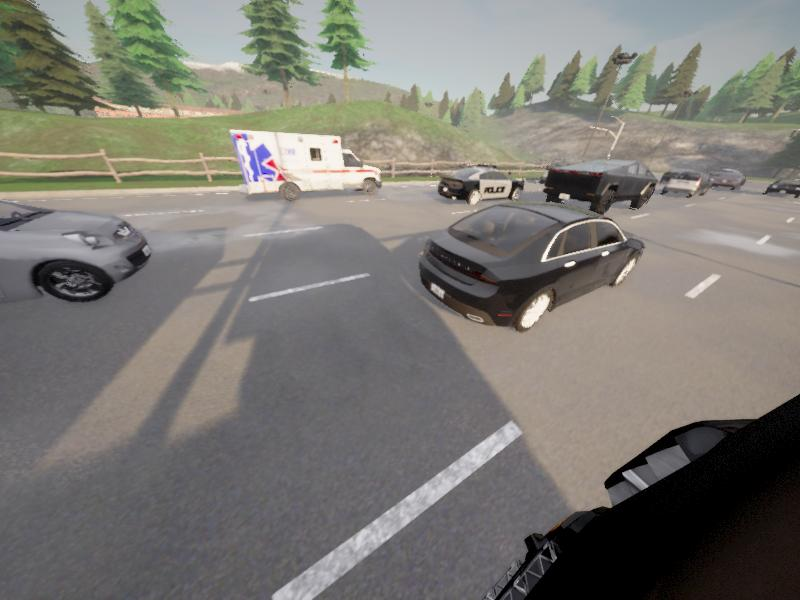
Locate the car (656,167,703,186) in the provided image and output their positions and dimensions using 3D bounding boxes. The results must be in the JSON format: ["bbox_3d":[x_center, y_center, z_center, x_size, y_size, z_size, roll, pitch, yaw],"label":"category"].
[{"bbox_3d":[30.483,-13.488,25.183,5.008,1.535,1.882,-17,39,-28],"label":"car"}]

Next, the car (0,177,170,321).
[{"bbox_3d":[-6.103,-0.704,3.171,3.633,1.501,1.845,-16,38,-26],"label":"car"}]

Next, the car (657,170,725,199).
[{"bbox_3d":[21.470,-8.611,17.088,3.988,1.617,1.851,-16,38,-26],"label":"car"}]

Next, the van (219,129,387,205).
[{"bbox_3d":[-4.005,-6.142,10.715,6.366,2.431,2.351,-16,38,-26],"label":"van"}]

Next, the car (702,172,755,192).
[{"bbox_3d":[32.774,-11.858,23.025,5.357,1.411,2.033,-17,39,-28],"label":"car"}]

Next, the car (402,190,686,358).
[{"bbox_3d":[2.632,-0.951,4.229,4.892,1.490,1.837,-16,38,-26],"label":"car"}]

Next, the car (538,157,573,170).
[{"bbox_3d":[28.316,-25.061,42.241,2.097,1.767,4.553,-27,44,-37],"label":"car"}]

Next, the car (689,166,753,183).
[{"bbox_3d":[45.974,-18.194,33.345,1.930,1.638,5.238,2,34,-3],"label":"car"}]

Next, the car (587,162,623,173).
[{"bbox_3d":[35.460,-22.978,40.022,1.994,1.385,4.181,-22,41,-33],"label":"car"}]

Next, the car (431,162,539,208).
[{"bbox_3d":[4.345,-5.971,11.794,5.238,1.638,1.930,-16,38,-26],"label":"car"}]

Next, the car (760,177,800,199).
[{"bbox_3d":[34.045,-9.875,20.218,4.718,1.301,1.895,-17,38,-27],"label":"car"}]

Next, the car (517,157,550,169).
[{"bbox_3d":[23.986,-24.737,41.673,4.514,1.525,2.007,28,41,33],"label":"car"}]

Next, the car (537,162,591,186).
[{"bbox_3d":[14.302,-11.033,20.205,3.988,1.617,1.851,-16,38,-26],"label":"car"}]

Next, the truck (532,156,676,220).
[{"bbox_3d":[9.711,-5.464,11.015,6.274,2.098,2.390,-16,38,-26],"label":"truck"}]
